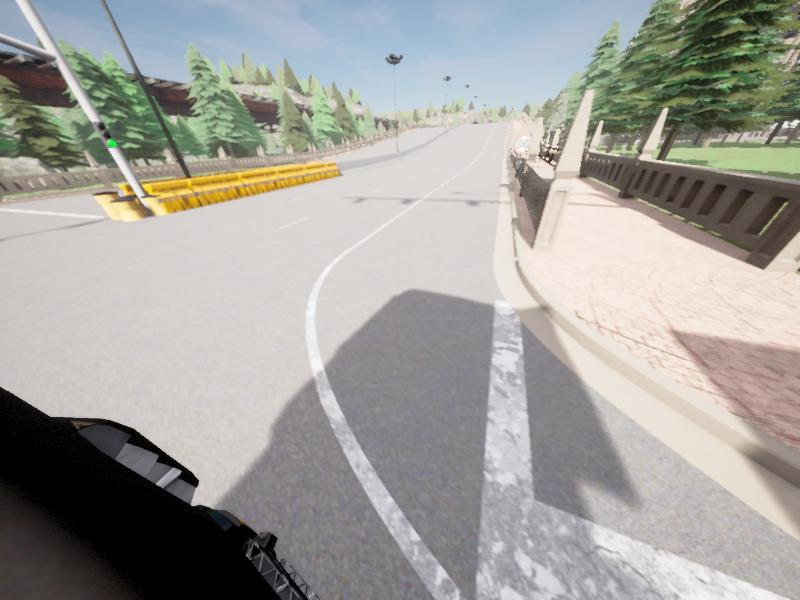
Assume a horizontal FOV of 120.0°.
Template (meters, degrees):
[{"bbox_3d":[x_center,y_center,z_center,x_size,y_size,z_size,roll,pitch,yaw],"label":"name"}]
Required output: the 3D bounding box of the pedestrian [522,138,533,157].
[{"bbox_3d":[15.767,-18.829,28.561,0.751,1.860,0.751,10,36,18],"label":"pedestrian"}]
